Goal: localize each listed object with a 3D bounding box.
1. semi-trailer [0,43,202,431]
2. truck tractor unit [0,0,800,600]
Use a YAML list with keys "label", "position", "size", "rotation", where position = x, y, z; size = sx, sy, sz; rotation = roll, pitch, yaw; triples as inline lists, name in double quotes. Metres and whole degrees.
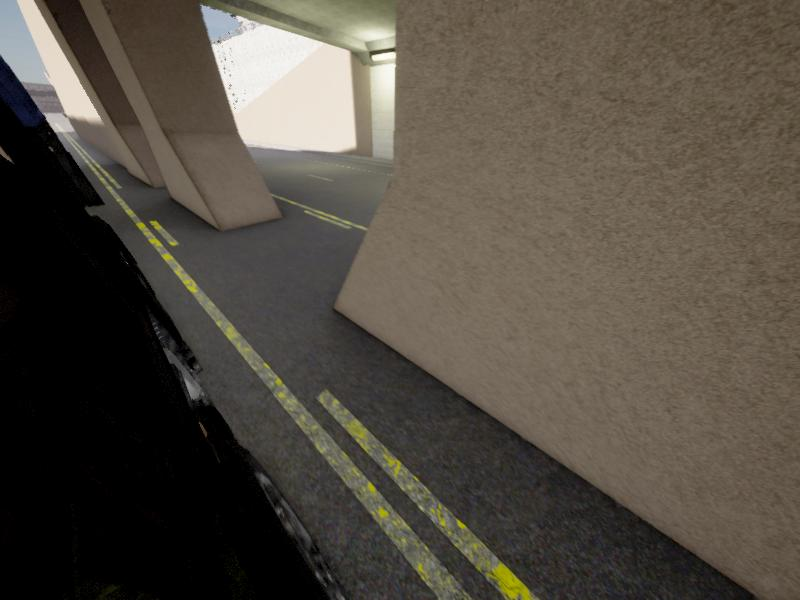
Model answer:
- label: "semi-trailer"
  position: [-8.707, -3.583, 4.244]
  size: [14.254, 4.402, 2.717]
  rotation: [28, 44, 30]
- label: "truck tractor unit"
  position: [-2.645, -0.295, 0.351]
  size: [6.516, 4.208, 3.053]
  rotation: [28, 44, 30]
